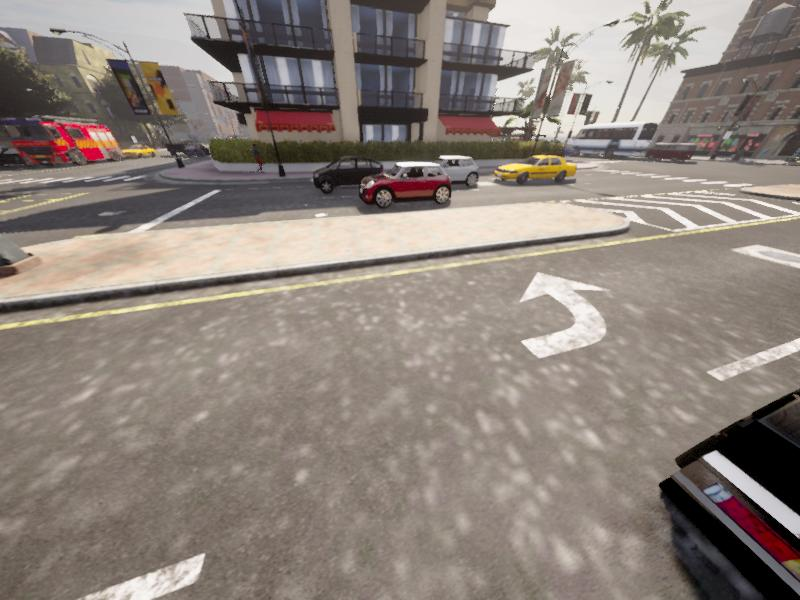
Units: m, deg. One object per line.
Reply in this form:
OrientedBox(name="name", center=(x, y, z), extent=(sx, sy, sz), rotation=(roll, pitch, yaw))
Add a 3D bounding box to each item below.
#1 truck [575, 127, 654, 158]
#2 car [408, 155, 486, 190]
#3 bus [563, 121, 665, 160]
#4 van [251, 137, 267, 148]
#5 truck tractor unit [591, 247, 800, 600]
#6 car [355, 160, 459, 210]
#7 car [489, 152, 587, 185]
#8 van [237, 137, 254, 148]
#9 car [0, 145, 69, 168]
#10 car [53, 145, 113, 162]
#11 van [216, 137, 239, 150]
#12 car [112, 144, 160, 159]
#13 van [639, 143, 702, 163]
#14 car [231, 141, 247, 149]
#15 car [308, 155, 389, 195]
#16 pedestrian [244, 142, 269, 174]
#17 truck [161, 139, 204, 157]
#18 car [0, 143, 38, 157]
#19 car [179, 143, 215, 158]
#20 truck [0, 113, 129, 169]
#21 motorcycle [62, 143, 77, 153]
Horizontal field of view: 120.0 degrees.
OrientedBox(name="truck", center=(34.243, -25.640, 37.623), extent=(2.891, 3.827, 8.468), rotation=(-9, 36, -13))
OrientedBox(name="car", center=(2.573, -7.427, 13.357), extent=(3.806, 1.475, 1.970), rotation=(-9, 36, -13))
OrientedBox(name="bus", center=(31.348, -24.075, 34.989), extent=(3.944, 4.253, 10.273), rotation=(-9, 36, -13))
OrientedBox(name="van", center=(-42.408, -47.518, 69.640), extent=(2.351, 2.431, 6.366), rotation=(-10, 36, -14))
OrientedBox(name="truck tractor unit", center=(5.299, -0.046, 0.442), extent=(6.516, 4.208, 3.053), rotation=(-9, 36, -13))
OrientedBox(name="car", center=(0.216, -4.945, 9.785), extent=(3.806, 1.475, 1.970), rotation=(-9, 36, -14))
OrientedBox(name="car", center=(8.789, -8.506, 14.857), extent=(5.366, 1.575, 1.801), rotation=(-9, 36, -14))
OrientedBox(name="van", center=(-45.730, -46.896, 68.725), extent=(2.351, 2.431, 6.366), rotation=(-10, 36, -14))
OrientedBox(name="car", center=(-35.718, -13.799, 22.072), extent=(1.930, 1.638, 5.238), rotation=(-10, 36, -14))
OrientedBox(name="car", center=(-37.803, -17.664, 27.769), extent=(1.812, 1.442, 4.674), rotation=(-10, 36, -14))
OrientedBox(name="van", center=(-40.413, -36.834, 54.347), extent=(2.351, 2.431, 6.366), rotation=(-10, 36, -14))
OrientedBox(name="car", center=(-35.463, -20.200, 31.299), extent=(1.801, 1.575, 5.366), rotation=(-10, 36, -14))
OrientedBox(name="van", center=(33.771, -18.563, 29.087), extent=(1.775, 1.987, 4.442), rotation=(-9, 36, -13))
OrientedBox(name="car", center=(-43.175, -41.728, 62.035), extent=(1.930, 1.638, 5.238), rotation=(-10, 36, -14))
OrientedBox(name="car", center=(-2.635, -6.591, 12.056), extent=(3.705, 1.549, 1.789), rotation=(-9, 36, -14))
OrientedBox(name="pedestrian", center=(-10.038, -9.946, 16.234), extent=(0.751, 1.860, 0.751), rotation=(-3, 35, -5))
OrientedBox(name="truck", center=(-33.583, -23.765, 35.966), extent=(2.390, 2.098, 6.274), rotation=(-10, 36, -14))
OrientedBox(name="car", center=(-54.767, -20.585, 31.757), extent=(4.974, 1.542, 2.038), rotation=(-9, 36, -13))
OrientedBox(name="car", center=(-28.750, -21.333, 32.928), extent=(2.033, 1.649, 4.856), rotation=(-10, 36, -14))
OrientedBox(name="truck", center=(-32.599, -15.699, 22.912), extent=(2.891, 3.827, 8.468), rotation=(-10, 36, -14))
OrientedBox(name="motorcycle", center=(-56.800, -26.147, 39.701), extent=(2.356, 1.277, 0.764), rotation=(28, 54, 34))
